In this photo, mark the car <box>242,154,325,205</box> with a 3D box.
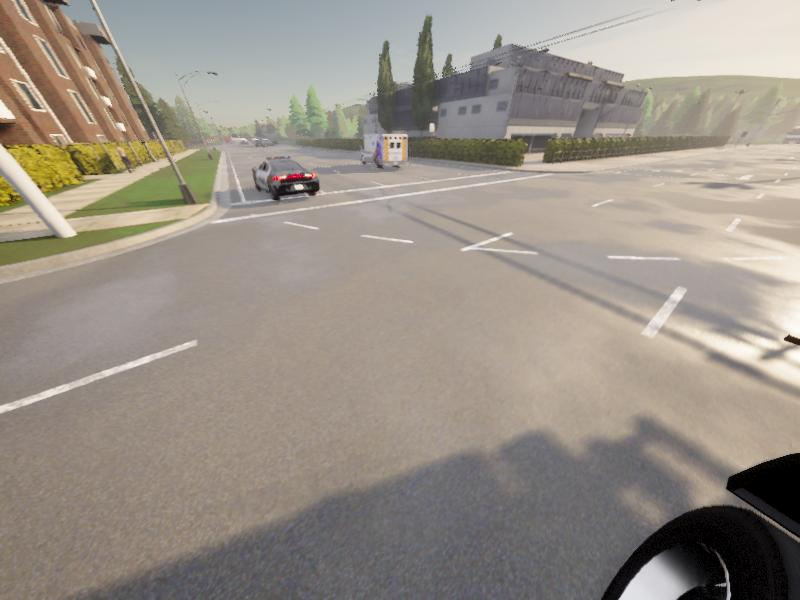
[{"bbox_3d":[-5.756,-6.024,11.165,2.038,1.542,4.974,-24,41,-30],"label":"car"}]

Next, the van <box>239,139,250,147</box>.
[{"bbox_3d":[-48.406,-48.766,71.687,2.069,2.038,4.480,-20,40,-26],"label":"van"}]

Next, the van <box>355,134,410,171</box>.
[{"bbox_3d":[-1.746,-13.408,20.820,2.351,2.431,6.366,-17,38,-22],"label":"van"}]

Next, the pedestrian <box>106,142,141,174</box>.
[{"bbox_3d":[-19.924,-10.266,16.713,0.751,1.860,0.751,-19,39,-25],"label":"pedestrian"}]

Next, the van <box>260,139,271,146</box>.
[{"bbox_3d":[-46.731,-54.819,80.251,2.069,2.038,4.480,-20,40,-26],"label":"van"}]
